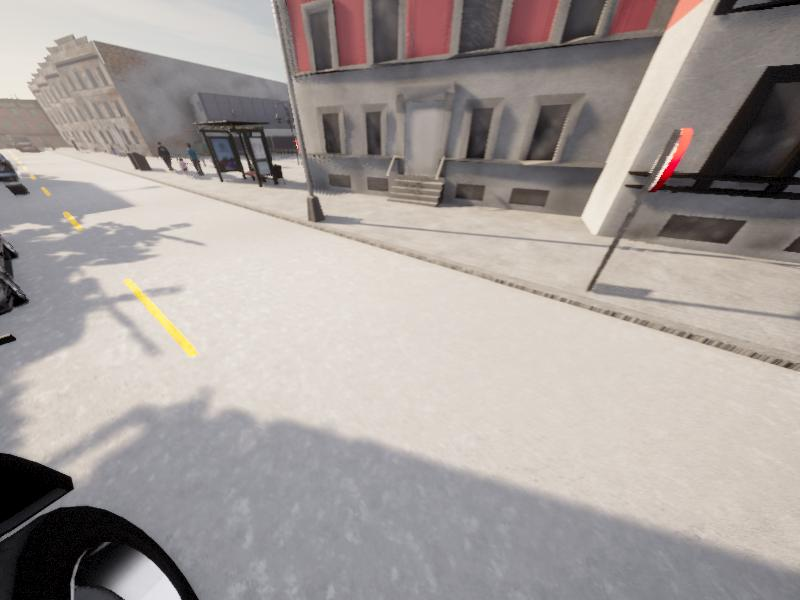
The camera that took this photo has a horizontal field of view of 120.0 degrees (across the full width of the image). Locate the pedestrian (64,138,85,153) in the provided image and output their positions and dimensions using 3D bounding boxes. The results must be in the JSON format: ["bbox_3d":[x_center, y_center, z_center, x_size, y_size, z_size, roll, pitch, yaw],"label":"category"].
[{"bbox_3d":[-48.099,-22.873,34.136,0.751,1.860,0.751,10,36,14],"label":"pedestrian"}]

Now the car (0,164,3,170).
[{"bbox_3d":[-33.708,-11.341,18.091,3.866,1.878,1.905,22,41,28],"label":"car"}]

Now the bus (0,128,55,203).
[{"bbox_3d":[-20.700,-7.102,10.134,10.273,4.253,3.944,22,41,28],"label":"bus"}]

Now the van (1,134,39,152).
[{"bbox_3d":[-70.691,-29.252,42.981,5.915,2.561,1.988,18,39,23],"label":"van"}]

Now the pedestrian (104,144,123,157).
[{"bbox_3d":[-34.427,-17.975,27.783,0.751,1.300,0.751,17,38,22],"label":"pedestrian"}]

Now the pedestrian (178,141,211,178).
[{"bbox_3d":[-12.656,-8.663,14.261,0.751,1.860,0.751,29,44,34],"label":"pedestrian"}]

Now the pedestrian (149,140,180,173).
[{"bbox_3d":[-16.050,-9.767,15.768,0.751,1.860,0.751,29,44,35],"label":"pedestrian"}]

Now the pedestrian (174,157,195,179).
[{"bbox_3d":[-13.062,-8.032,14.023,0.500,1.100,0.500,28,44,33],"label":"pedestrian"}]

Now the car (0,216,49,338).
[{"bbox_3d":[-7.982,-0.671,3.590,5.357,1.411,2.033,22,41,28],"label":"car"}]

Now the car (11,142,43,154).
[{"bbox_3d":[-61.356,-25.029,38.022,4.792,1.488,2.163,22,41,28],"label":"car"}]
